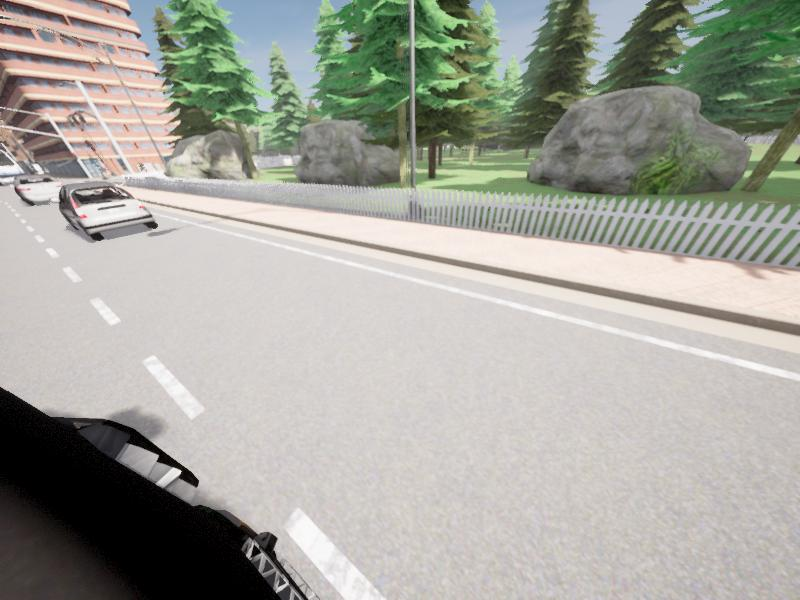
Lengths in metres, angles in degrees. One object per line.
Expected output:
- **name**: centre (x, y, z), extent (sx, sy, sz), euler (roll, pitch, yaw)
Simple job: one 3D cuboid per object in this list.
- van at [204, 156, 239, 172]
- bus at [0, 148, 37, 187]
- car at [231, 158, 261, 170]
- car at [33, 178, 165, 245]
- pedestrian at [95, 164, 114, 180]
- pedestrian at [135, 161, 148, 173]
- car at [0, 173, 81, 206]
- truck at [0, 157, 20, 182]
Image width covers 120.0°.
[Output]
- **van**: centre (-29.961, -23.012, 39.006), extent (1.775, 1.987, 4.442), euler (4, 35, 10)
- **bus**: centre (-57.513, -18.861, 32.934), extent (10.273, 4.253, 3.944), euler (17, 39, 27)
- **car**: centre (-26.303, -23.372, 39.723), extent (1.816, 1.474, 4.193), euler (3, 34, 8)
- **car**: centre (-11.007, -3.415, 8.486), extent (3.988, 1.617, 1.851), euler (17, 39, 27)
- **pedestrian**: centre (-40.155, -17.395, 31.410), extent (0.751, 1.860, 0.751), euler (23, 42, 34)
- **pedestrian**: centre (-45.211, -23.264, 40.396), extent (0.751, 1.860, 0.751), euler (27, 44, 37)
- **car**: centre (-25.127, -7.833, 16.168), extent (4.611, 1.667, 2.242), euler (17, 39, 28)
- **truck**: centre (-74.673, -24.096, 42.529), extent (8.468, 3.827, 2.891), euler (17, 39, 27)
